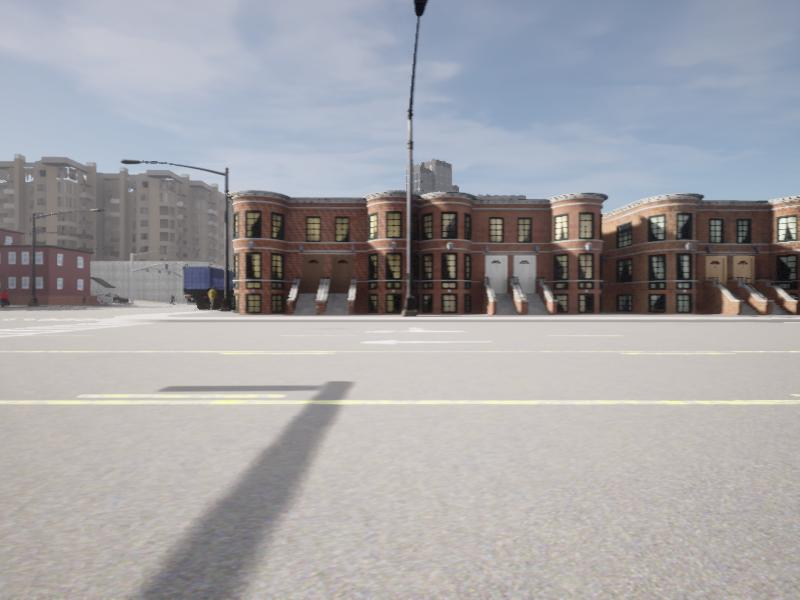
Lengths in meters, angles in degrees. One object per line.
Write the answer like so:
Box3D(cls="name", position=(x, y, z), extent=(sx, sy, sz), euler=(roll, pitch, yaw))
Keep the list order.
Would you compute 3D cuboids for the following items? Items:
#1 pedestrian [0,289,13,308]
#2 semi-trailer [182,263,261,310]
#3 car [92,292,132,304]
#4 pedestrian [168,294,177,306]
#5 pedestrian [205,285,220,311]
Box3D(cls="pedestrian", position=(-39.644, -0.117, 40.240), extent=(0.751, 1.860, 0.751), euler=(0, 0, -1))
Box3D(cls="semi-trailer", position=(-19.245, -1.224, 44.697), extent=(2.717, 4.402, 14.254), euler=(0, 0, -1))
Box3D(cls="car", position=(-49.120, -0.368, 68.318), extent=(5.238, 1.638, 1.930), euler=(5, 0, 0))
Box3D(cls="pedestrian", position=(-34.054, 0.035, 59.888), extent=(0.751, 1.860, 0.751), euler=(0, 0, 11))
Box3D(cls="pedestrian", position=(-13.574, -0.116, 28.956), extent=(0.751, 1.860, 0.751), euler=(0, 0, -3))
